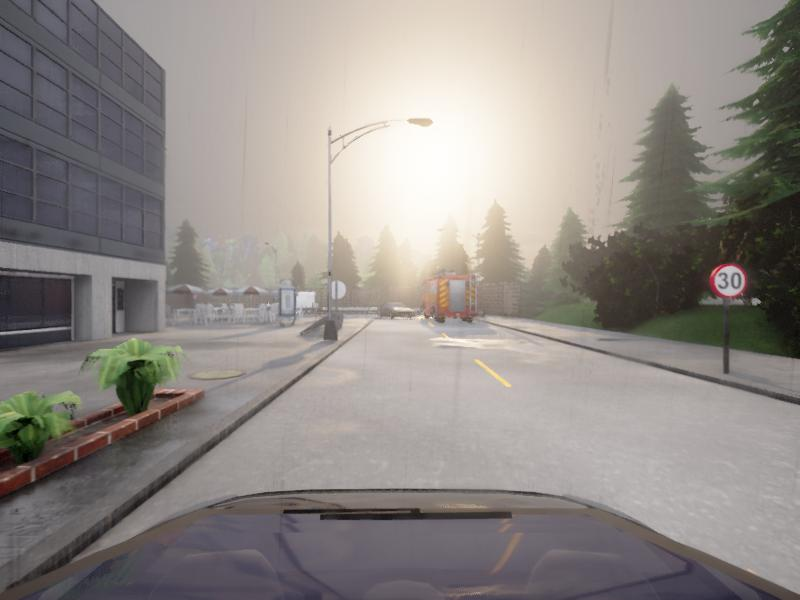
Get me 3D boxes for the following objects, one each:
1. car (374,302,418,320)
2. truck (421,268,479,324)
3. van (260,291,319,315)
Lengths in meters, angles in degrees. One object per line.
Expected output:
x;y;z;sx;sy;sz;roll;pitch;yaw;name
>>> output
-0.459;0.917;34.750;2.033;1.411;5.357;0;0;-22;car
3.641;-0.301;31.709;2.891;3.827;8.468;0;0;-5;truck
-12.013;0.348;43.759;5.915;2.561;1.988;0;0;1;van
